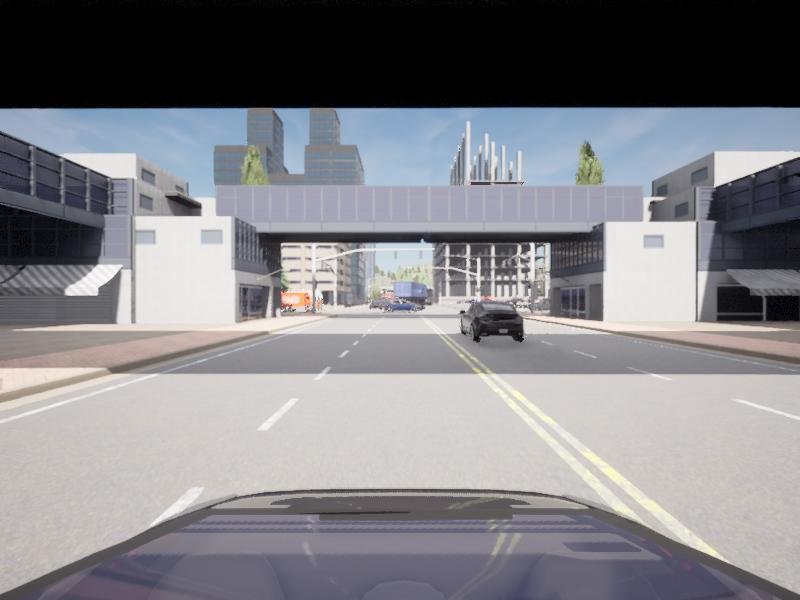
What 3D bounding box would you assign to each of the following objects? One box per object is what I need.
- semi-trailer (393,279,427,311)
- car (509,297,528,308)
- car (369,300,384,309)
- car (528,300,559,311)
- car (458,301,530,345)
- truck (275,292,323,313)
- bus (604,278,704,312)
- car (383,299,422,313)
[{"bbox_3d":[1.840,-0.707,63.611,2.717,4.402,14.254,1,0,12],"label":"semi-trailer"},{"bbox_3d":[20.672,0.406,69.857,1.932,1.855,4.605,0,0,0],"label":"car"},{"bbox_3d":[-3.896,0.740,67.279,2.038,1.542,4.974,0,0,1],"label":"car"},{"bbox_3d":[19.842,0.754,55.528,3.633,1.501,1.845,0,0,1],"label":"car"},{"bbox_3d":[3.651,0.823,16.454,1.837,1.490,4.892,0,0,0],"label":"car"},{"bbox_3d":[-12.140,0.290,48.527,5.204,2.467,2.627,0,0,0],"label":"truck"},{"bbox_3d":[32.541,-0.602,51.605,10.273,4.253,3.944,0,0,2],"label":"bus"},{"bbox_3d":[0.330,0.694,48.584,4.611,1.667,2.242,0,0,0],"label":"car"}]
